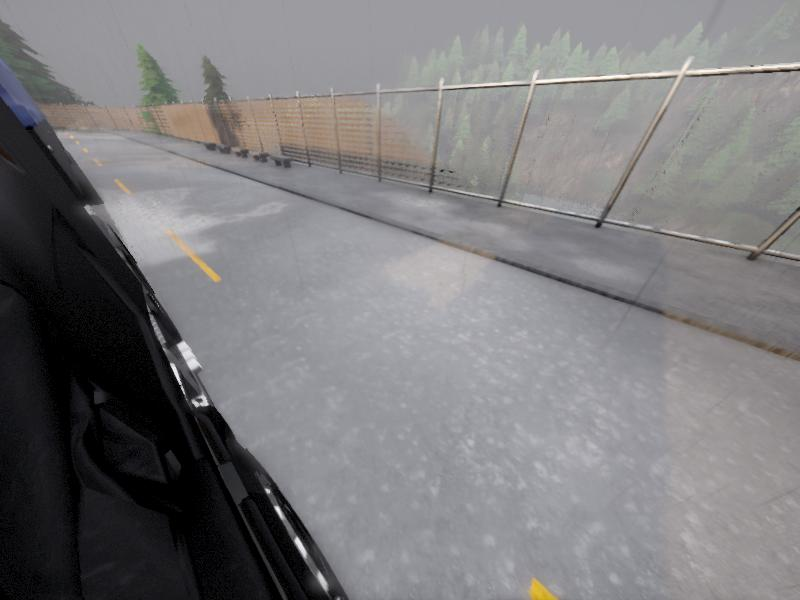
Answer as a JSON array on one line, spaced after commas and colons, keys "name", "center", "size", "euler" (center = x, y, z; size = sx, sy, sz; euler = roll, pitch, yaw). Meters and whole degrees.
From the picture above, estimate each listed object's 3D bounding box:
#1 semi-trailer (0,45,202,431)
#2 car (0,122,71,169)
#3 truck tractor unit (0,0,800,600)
[{"name": "semi-trailer", "center": [-8.706, -3.590, 4.234], "size": [14.254, 4.402, 2.717], "euler": [28, 44, 30]}, {"name": "car", "center": [-19.530, -8.213, 12.109], "size": [5.238, 1.638, 1.930], "euler": [28, 44, 30]}, {"name": "truck tractor unit", "center": [-2.645, -0.295, 0.351], "size": [6.516, 4.208, 3.053], "euler": [28, 44, 30]}]
